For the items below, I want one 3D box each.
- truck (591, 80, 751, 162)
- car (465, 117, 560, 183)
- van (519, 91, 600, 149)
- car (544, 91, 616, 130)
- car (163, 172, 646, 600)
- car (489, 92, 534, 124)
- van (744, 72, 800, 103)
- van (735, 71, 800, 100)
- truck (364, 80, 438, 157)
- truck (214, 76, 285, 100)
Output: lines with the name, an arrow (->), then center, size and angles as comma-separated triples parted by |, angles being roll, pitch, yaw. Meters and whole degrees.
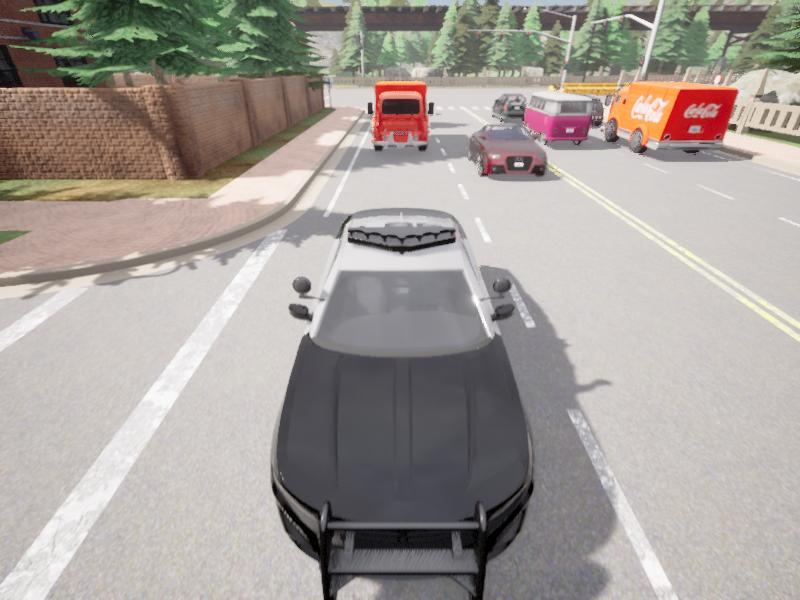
truck -> 10.531, -7.492, 16.382 | 2.627, 2.467, 5.204 | 0, 31, 0
car -> 3.524, -5.164, 13.478 | 1.994, 1.385, 4.181 | 0, 30, 0
van -> 7.028, -8.325, 18.269 | 1.775, 1.987, 4.442 | 0, 30, 0
car -> 10.531, -11.399, 23.879 | 2.033, 1.649, 4.856 | 0, 30, 0
car -> 0.019, 0.062, 4.274 | 1.930, 1.638, 5.238 | 0, 30, 0
car -> 7.033, -12.349, 25.581 | 1.789, 1.549, 3.705 | 0, 30, 0
van -> 37.494, -20.600, 38.682 | 5.915, 2.561, 1.988 | 0, 30, 0
van -> 39.109, -22.368, 41.703 | 5.915, 2.561, 1.988 | 0, 30, 0
truck -> 0.028, -7.893, 17.052 | 2.627, 2.467, 5.204 | 0, 31, 0
truck -> -15.666, -22.284, 42.063 | 6.274, 2.098, 2.390 | 0, 30, 0
